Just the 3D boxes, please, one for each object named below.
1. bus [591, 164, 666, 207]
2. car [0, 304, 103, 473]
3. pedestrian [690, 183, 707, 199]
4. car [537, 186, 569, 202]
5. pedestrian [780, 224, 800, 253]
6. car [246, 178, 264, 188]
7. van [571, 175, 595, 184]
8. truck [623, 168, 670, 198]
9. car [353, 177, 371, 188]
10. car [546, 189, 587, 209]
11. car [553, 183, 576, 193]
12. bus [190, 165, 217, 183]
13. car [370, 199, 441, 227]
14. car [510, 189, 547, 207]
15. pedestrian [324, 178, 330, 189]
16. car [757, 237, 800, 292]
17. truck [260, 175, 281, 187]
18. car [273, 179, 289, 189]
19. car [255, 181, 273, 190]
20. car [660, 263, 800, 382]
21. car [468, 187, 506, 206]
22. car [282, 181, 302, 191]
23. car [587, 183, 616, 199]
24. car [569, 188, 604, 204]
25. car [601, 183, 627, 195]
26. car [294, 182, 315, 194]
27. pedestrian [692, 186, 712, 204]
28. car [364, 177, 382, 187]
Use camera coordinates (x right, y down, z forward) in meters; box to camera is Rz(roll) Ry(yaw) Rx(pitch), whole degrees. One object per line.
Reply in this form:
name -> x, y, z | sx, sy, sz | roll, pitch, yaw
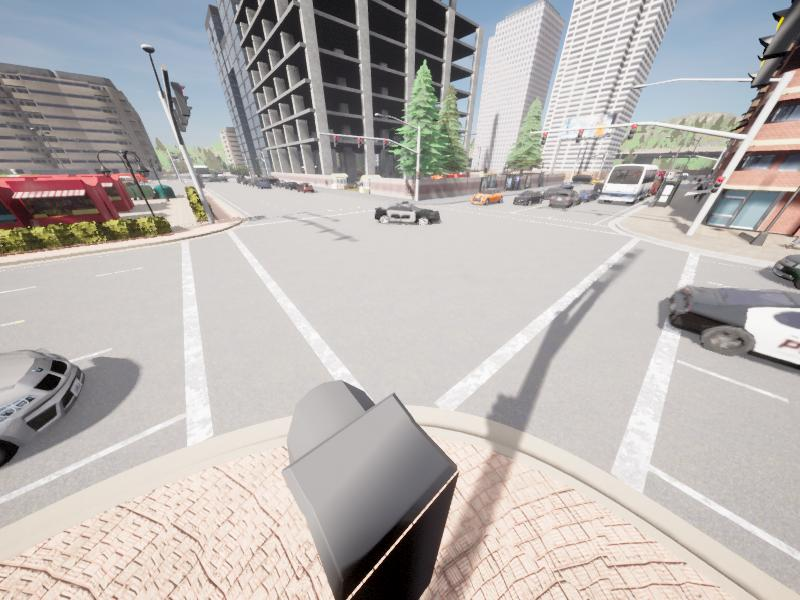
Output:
bus -> 29.081, -14.753, 29.311 | 10.273, 4.253, 3.944 | -23, 37, -34
car -> -7.986, 1.961, 2.938 | 4.611, 1.667, 2.242 | -22, 37, -34
pedestrian -> 40.943, -14.960, 31.704 | 0.751, 1.860, 0.751 | -25, 39, -37
car -> 21.320, -14.800, 32.145 | 4.892, 1.490, 1.837 | -23, 37, -34
pedestrian -> 20.614, -3.358, 11.498 | 0.751, 1.860, 0.751 | 7, 31, 13
car -> -32.368, -26.160, 51.584 | 2.152, 1.651, 5.027 | -23, 37, -34
van -> 51.018, -33.734, 64.447 | 1.775, 1.987, 4.442 | -22, 37, -34
truck -> 38.913, -18.603, 36.395 | 8.468, 3.827, 2.891 | -23, 37, -34
car -> -8.128, -24.929, 48.916 | 1.905, 1.878, 3.866 | -23, 37, -34
car -> 19.268, -11.749, 26.676 | 4.611, 1.667, 2.242 | -22, 37, -34
car -> 30.407, -20.800, 42.726 | 4.718, 1.301, 1.895 | -23, 37, -34
bus -> -56.283, -36.057, 66.087 | 3.944, 4.253, 10.273 | -23, 37, -34
car -> 0.485, -6.997, 18.467 | 5.238, 1.638, 1.930 | 6, 31, 10
car -> 15.622, -12.414, 28.014 | 4.892, 1.490, 1.837 | -23, 37, -34
pedestrian -> -13.982, -22.244, 44.210 | 0.751, 1.860, 0.751 | -15, 33, -24
car -> 16.218, -0.903, 7.905 | 3.705, 1.549, 1.789 | 21, 36, 32
truck -> -30.214, -27.803, 53.953 | 2.390, 2.098, 6.274 | -23, 37, -34
car -> -25.198, -24.615, 48.975 | 1.789, 1.549, 3.705 | -23, 37, -34
car -> -27.697, -23.301, 46.885 | 1.994, 1.385, 4.181 | -23, 37, -34
car -> 9.447, 0.836, 4.918 | 4.974, 1.542, 2.038 | 26, 39, 37
car -> 10.696, -12.768, 28.325 | 4.553, 1.767, 2.097 | -23, 37, -34
car -> -20.828, -22.030, 44.514 | 1.882, 1.535, 5.008 | -23, 37, -34
car -> 29.977, -16.310, 34.363 | 3.866, 1.878, 1.905 | -23, 37, -34
car -> 24.825, -13.937, 30.752 | 5.357, 1.411, 2.033 | -23, 37, -34
car -> 36.103, -18.722, 38.890 | 5.366, 1.575, 1.801 | -23, 37, -34
car -> -16.556, -19.550, 40.149 | 1.851, 1.617, 3.988 | -23, 37, -34
pedestrian -> 35.319, -12.242, 26.997 | 0.751, 1.860, 0.751 | -23, 37, -34
car -> -5.875, -25.875, 50.553 | 1.905, 1.878, 3.866 | -23, 37, -34
